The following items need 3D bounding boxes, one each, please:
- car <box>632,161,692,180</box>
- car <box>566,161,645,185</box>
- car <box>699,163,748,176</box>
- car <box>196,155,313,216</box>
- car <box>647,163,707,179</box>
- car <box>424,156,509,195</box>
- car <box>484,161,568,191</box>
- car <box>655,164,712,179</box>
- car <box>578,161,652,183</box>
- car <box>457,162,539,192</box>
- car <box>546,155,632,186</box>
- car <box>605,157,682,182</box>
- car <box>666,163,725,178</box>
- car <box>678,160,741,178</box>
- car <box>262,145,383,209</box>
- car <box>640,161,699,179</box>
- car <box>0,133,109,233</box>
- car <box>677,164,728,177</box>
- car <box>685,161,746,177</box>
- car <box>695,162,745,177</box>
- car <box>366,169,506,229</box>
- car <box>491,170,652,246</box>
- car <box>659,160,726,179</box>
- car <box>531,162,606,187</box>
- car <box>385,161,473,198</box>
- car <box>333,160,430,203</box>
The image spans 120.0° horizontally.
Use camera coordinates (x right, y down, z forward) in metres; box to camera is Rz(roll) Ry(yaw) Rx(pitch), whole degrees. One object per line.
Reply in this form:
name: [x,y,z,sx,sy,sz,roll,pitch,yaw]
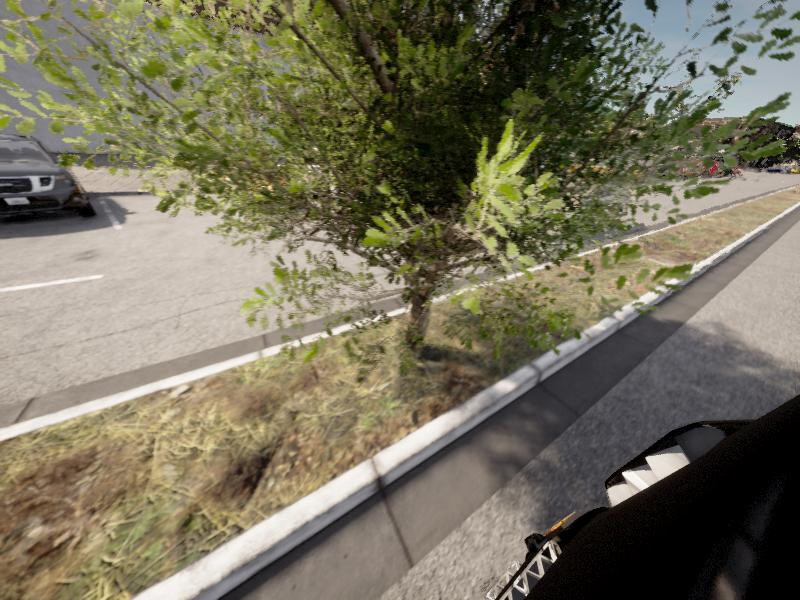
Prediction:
car: [32.715,-16.422,29.112,4.553,1.767,2.185,26,40,32]
car: [19.853,-12.501,22.589,5.366,1.575,1.946,26,40,32]
car: [58.771,-23.798,42.135,4.553,1.767,2.185,26,40,32]
car: [-6.128,-4.945,9.576,5.366,1.575,1.946,26,39,32]
car: [37.879,-17.824,31.821,4.892,1.521,2.231,26,39,32]
car: [4.105,-8.123,14.849,4.553,1.767,2.185,26,40,32]
car: [9.322,-9.519,17.492,5.008,1.535,2.097,26,40,32]
car: [40.451,-18.548,33.150,4.792,1.488,2.163,26,40,32]
car: [22.159,-13.392,24.080,5.366,1.575,1.946,26,40,32]
car: [6.719,-8.731,16.224,4.674,1.452,2.002,26,40,32]
car: [17.144,-12.009,21.241,5.566,2.045,2.435,26,40,32]
car: [27.477,-15.048,26.463,5.566,2.045,2.435,26,40,32]
car: [45.530,-20.117,35.834,5.366,1.575,1.946,26,40,32]
car: [50.868,-21.743,38.226,5.566,2.045,2.435,26,40,32]
car: [-3.686,-5.972,10.860,5.566,2.045,2.435,26,40,32]
car: [35.267,-17.195,30.457,4.553,1.767,2.185,26,39,32]
car: [-11.428,-3.737,6.898,5.566,2.045,2.435,26,39,32]
car: [48.275,-20.749,37.063,4.674,1.452,2.002,26,40,32]
car: [53.530,-22.459,39.501,5.566,2.045,2.435,26,39,32]
car: [56.212,-23.133,40.760,4.442,1.987,1.878,26,40,32]
car: [1.379,-3.951,8.657,4.892,1.490,1.837,-16,38,-26]
car: [5.834,-3.387,7.961,4.611,1.667,2.242,-16,38,-26]
car: [43.059,-19.526,34.308,5.566,2.045,2.435,26,40,32]
car: [14.538,-11.013,20.094,4.792,1.488,2.163,26,40,32]
car: [1.528,-7.217,13.625,4.674,1.452,2.002,26,39,32]
car: [-1.100,-6.484,12.319,4.792,1.488,2.163,26,40,32]
